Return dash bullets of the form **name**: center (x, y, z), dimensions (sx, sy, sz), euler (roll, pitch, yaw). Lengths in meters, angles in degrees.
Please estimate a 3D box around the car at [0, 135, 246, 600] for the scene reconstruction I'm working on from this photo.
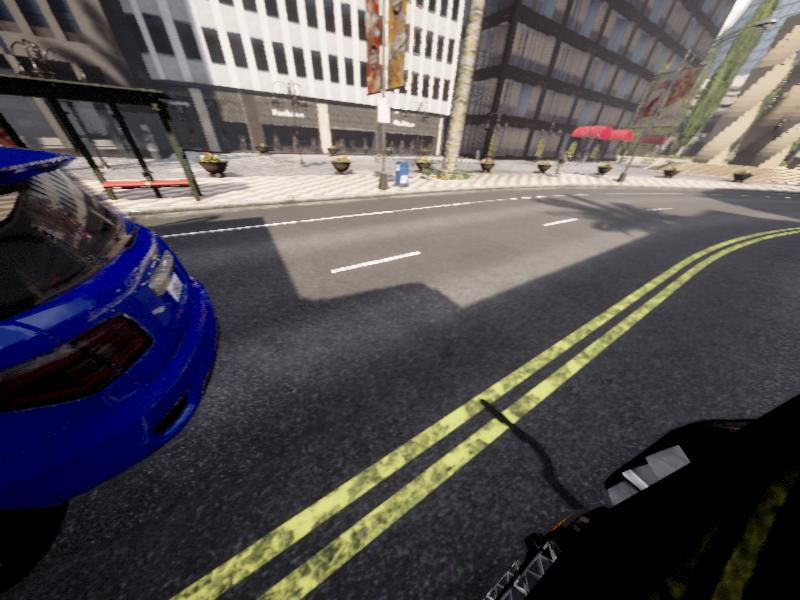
- **car**: center (-4.063, 0.689, 0.665), dimensions (5.566, 2.045, 2.150), euler (-17, 40, -27)

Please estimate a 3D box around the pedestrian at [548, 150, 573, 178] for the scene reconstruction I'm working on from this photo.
- **pedestrian**: center (12.883, -10.894, 18.576), dimensions (0.751, 1.860, 0.751), euler (-1, 35, -5)
